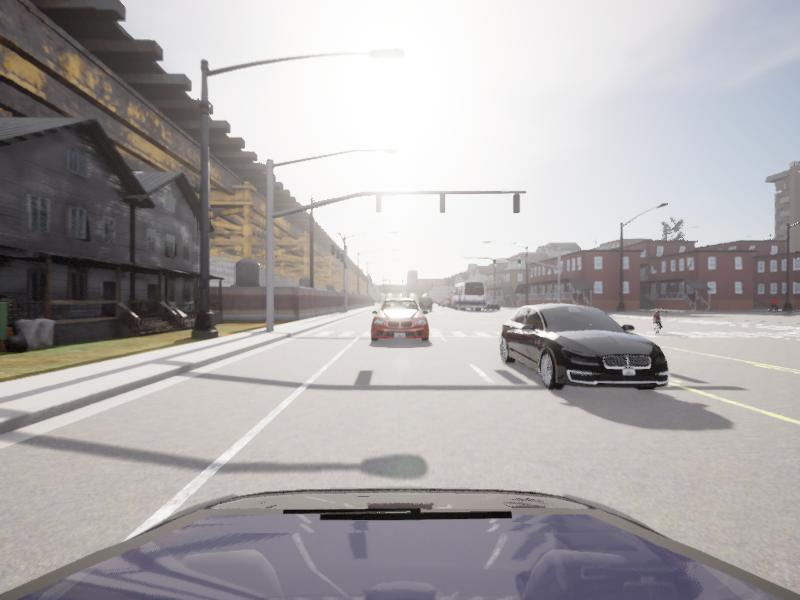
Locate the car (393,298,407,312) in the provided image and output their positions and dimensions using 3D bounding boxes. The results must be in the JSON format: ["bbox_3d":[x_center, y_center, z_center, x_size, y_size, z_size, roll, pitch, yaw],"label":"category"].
[{"bbox_3d":[-0.003,0.640,55.266,1.905,1.878,3.866,0,0,0],"label":"car"}]

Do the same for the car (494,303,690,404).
[{"bbox_3d":[3.499,0.843,8.546,1.837,1.490,4.892,0,0,0],"label":"car"}]

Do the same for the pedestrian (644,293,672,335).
[{"bbox_3d":[11.883,0.635,18.446,0.751,1.860,0.751,0,0,-5],"label":"pedestrian"}]

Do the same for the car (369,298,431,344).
[{"bbox_3d":[0.000,0.754,16.591,2.242,1.667,4.611,0,0,0],"label":"car"}]

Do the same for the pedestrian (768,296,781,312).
[{"bbox_3d":[43.240,0.479,46.172,0.751,1.860,0.751,0,0,-1],"label":"pedestrian"}]

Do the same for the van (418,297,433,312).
[{"bbox_3d":[3.500,0.592,55.083,1.775,1.987,4.442,0,0,0],"label":"van"}]

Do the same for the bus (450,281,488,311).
[{"bbox_3d":[10.379,-0.539,61.442,3.944,4.253,10.273,0,0,0],"label":"bus"}]

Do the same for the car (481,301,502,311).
[{"bbox_3d":[14.002,0.887,61.728,2.033,1.411,5.357,0,0,0],"label":"car"}]
